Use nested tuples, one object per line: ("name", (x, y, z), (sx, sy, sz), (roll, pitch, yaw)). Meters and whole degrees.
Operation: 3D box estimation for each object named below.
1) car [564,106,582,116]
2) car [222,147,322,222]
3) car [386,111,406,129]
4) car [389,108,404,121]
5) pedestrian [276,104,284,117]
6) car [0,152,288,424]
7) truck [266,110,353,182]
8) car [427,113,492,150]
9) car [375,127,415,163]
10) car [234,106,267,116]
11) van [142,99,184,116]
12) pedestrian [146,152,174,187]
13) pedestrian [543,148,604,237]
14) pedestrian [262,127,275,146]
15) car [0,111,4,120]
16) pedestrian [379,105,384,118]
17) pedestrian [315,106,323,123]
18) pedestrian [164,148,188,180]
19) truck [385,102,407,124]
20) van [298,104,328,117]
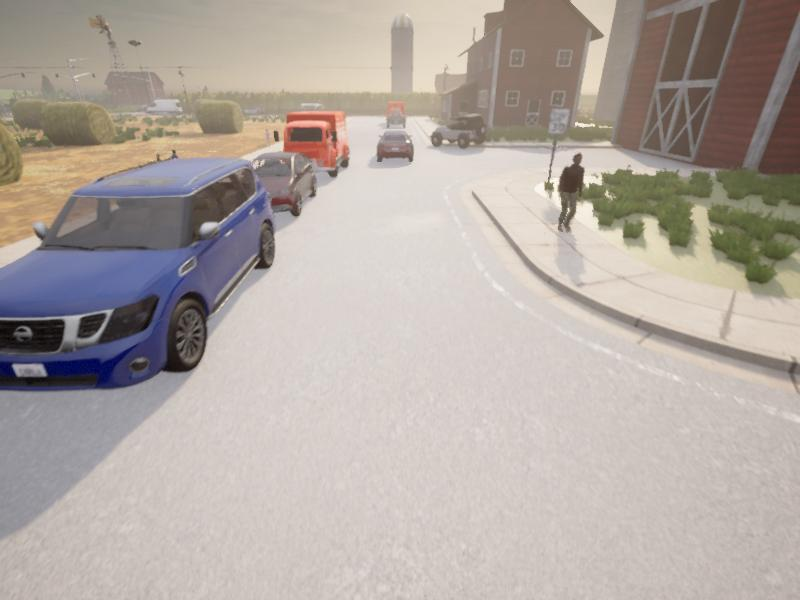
("car", (33.062, -36.269, 76.736), (1.930, 1.638, 5.238), (5, 27, 9))
("car", (-3.666, -3.656, 12.224), (1.789, 1.549, 3.705), (0, 27, -1))
("car", (-0.433, -20.405, 45.195), (2.152, 1.651, 5.027), (0, 27, 0))
("car", (-0.529, -27.788, 59.854), (2.038, 1.542, 4.974), (0, 27, 0))
("pedestrian", (-19.011, -29.939, 63.218), (0.751, 1.860, 0.751), (2, 27, 3))
("car", (-3.610, -0.876, 6.198), (2.150, 2.045, 5.566), (0, 27, 0))
("truck", (-3.713, -7.011, 17.822), (2.627, 2.467, 5.204), (0, 27, 0))
("car", (3.883, -11.161, 26.351), (1.905, 1.878, 3.866), (-28, 36, -34))
("car", (-0.258, -8.648, 22.158), (1.994, 1.385, 4.181), (-1, 27, 0))
("car", (-26.952, -34.196, 72.374), (4.974, 1.542, 2.038), (0, 27, 0))
("van", (-42.735, -34.781, 72.261), (5.915, 2.561, 1.988), (1, 27, 1))
("pedestrian", (-8.570, -4.680, 14.321), (0.500, 1.100, 0.500), (24, 35, 38))
("pedestrian", (3.939, -2.474, 9.216), (0.751, 1.860, 0.751), (-1, 27, -2))
("pedestrian", (-8.576, -10.647, 26.088), (0.500, 1.100, 0.500), (3, 27, 5))
("car", (-57.075, -25.175, 54.021), (2.097, 1.767, 4.553), (2, 27, 3))
("pedestrian", (-3.035, -30.790, 65.358), (0.751, 1.860, 0.751), (1, 27, 2))
("pedestrian", (-9.836, -22.472, 48.556), (0.751, 1.860, 0.751), (-2, 27, -4))
("pedestrian", (-8.640, -5.259, 15.467), (0.500, 1.100, 0.500), (-8, 28, -16))
("truck", (-0.497, -24.512, 52.358), (2.627, 2.467, 5.204), (0, 27, 0))
("van", (-14.966, -32.766, 69.070), (4.480, 2.038, 2.069), (0, 27, 0))
